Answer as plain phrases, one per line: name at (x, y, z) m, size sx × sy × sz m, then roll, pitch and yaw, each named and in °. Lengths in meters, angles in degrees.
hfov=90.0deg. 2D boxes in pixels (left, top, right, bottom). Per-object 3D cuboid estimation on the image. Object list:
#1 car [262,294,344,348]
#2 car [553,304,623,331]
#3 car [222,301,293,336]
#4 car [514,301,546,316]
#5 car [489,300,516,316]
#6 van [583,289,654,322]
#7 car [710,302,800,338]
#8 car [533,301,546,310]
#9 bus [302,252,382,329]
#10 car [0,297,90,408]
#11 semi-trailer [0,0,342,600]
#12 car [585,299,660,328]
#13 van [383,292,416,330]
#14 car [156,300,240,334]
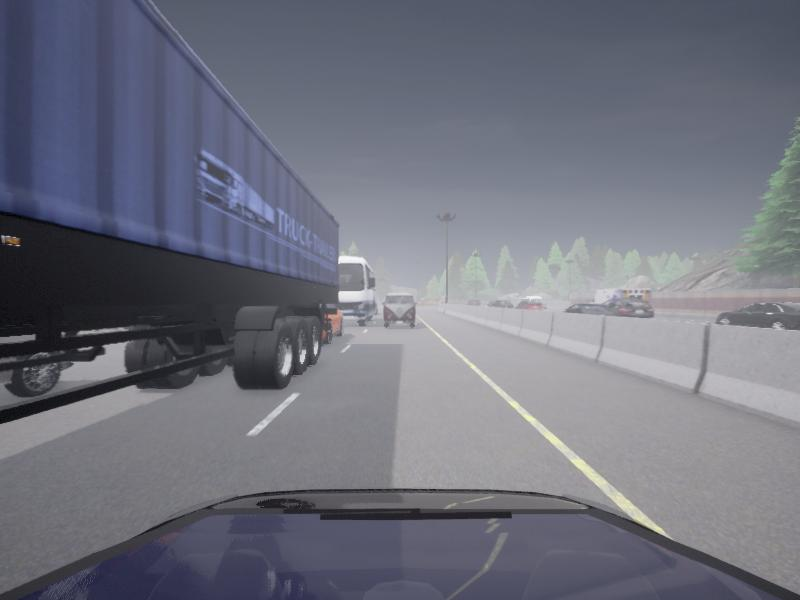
car at (-3.508, 0.697, 15.444) m, size 2.097 × 1.767 × 4.553 m, roll 0°, pitch 0°, yaw 0°
car at (10.472, 0.910, 22.681) m, size 1.994 × 1.385 × 4.181 m, roll 0°, pitch 0°, yaw 0°
car at (-7.024, 0.826, 20.357) m, size 1.882 × 1.535 × 5.008 m, roll 0°, pitch 0°, yaw 0°
car at (13.942, 0.834, 43.268) m, size 2.007 × 1.525 × 4.514 m, roll 0°, pitch 0°, yaw 0°
car at (10.444, 0.820, 41.105) m, size 1.789 × 1.549 × 3.705 m, roll 0°, pitch 0°, yaw 0°
van at (17.461, 0.382, 32.487) m, size 2.351 × 2.431 × 6.366 m, roll 0°, pitch 0°, yaw 0°
car at (17.477, 0.846, 18.918) m, size 1.837 × 1.490 × 4.892 m, roll 0°, pitch 0°, yaw 0°
car at (23.682, 0.877, 67.813) m, size 1.970 × 1.475 × 3.806 m, roll 0°, pitch 0°, yaw 23°
bus at (-3.414, -0.530, 27.143) m, size 3.944 × 4.253 × 10.273 m, roll 0°, pitch 0°, yaw 0°
car at (-7.004, 0.782, 5.143) m, size 2.152 × 1.651 × 5.027 m, roll 0°, pitch 0°, yaw 0°
semi-trailer at (-3.348, -0.617, 5.854) m, size 2.717 × 4.402 × 14.254 m, roll 0°, pitch 0°, yaw 1°
car at (13.965, 0.761, 25.485) m, size 2.242 × 1.667 × 4.611 m, roll 0°, pitch 0°, yaw 0°
van at (-0.029, 0.603, 23.187) m, size 1.775 × 1.987 × 4.442 m, roll 0°, pitch 0°, yaw 0°
car at (-10.526, 0.804, 21.419) m, size 1.801 × 1.575 × 5.366 m, roll 0°, pitch 0°, yaw 0°
